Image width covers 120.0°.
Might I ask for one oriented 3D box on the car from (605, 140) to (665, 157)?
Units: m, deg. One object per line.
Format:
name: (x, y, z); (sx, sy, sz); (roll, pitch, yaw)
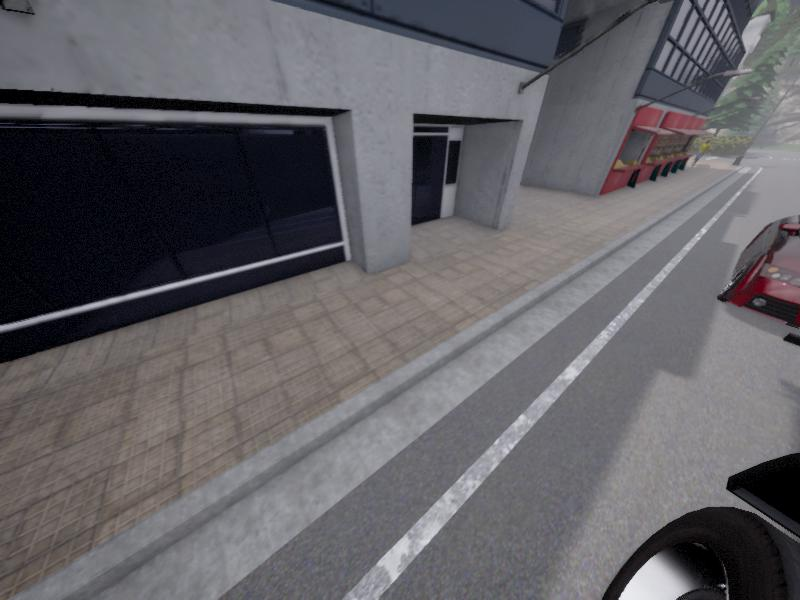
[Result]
car: (29.391, -19.107, 29.046); (2.242, 1.667, 4.611); (-24, 42, -30)

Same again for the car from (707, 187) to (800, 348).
car: (6.984, -0.570, 3.480); (4.181, 1.385, 1.994); (-23, 41, -29)

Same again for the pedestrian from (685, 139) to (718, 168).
pedestrian: (23.543, -11.476, 18.065); (0.751, 1.860, 0.751); (-25, 42, -30)

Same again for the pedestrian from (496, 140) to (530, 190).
pedestrian: (5.070, -6.082, 10.422); (0.751, 1.860, 0.751); (27, 43, 33)
